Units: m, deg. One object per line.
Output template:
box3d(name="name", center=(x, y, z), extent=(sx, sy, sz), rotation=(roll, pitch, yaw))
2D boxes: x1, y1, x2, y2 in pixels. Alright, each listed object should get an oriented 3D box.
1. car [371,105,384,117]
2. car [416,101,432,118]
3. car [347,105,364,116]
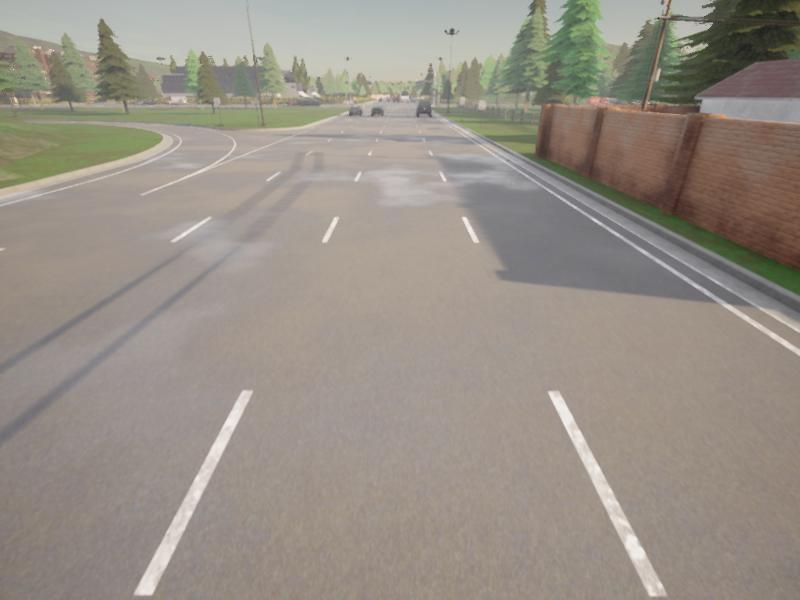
box3d(name="car", center=(-3.434, -29.264, 61.878), extent=(1.837, 1.490, 4.892), rotation=(0, 28, 0))
box3d(name="car", center=(3.565, -28.720, 60.209), extent=(2.150, 2.045, 5.566), rotation=(0, 27, 0))
box3d(name="car", center=(-6.932, -29.903, 63.101), extent=(2.128, 1.511, 4.902), rotation=(0, 27, 0))
